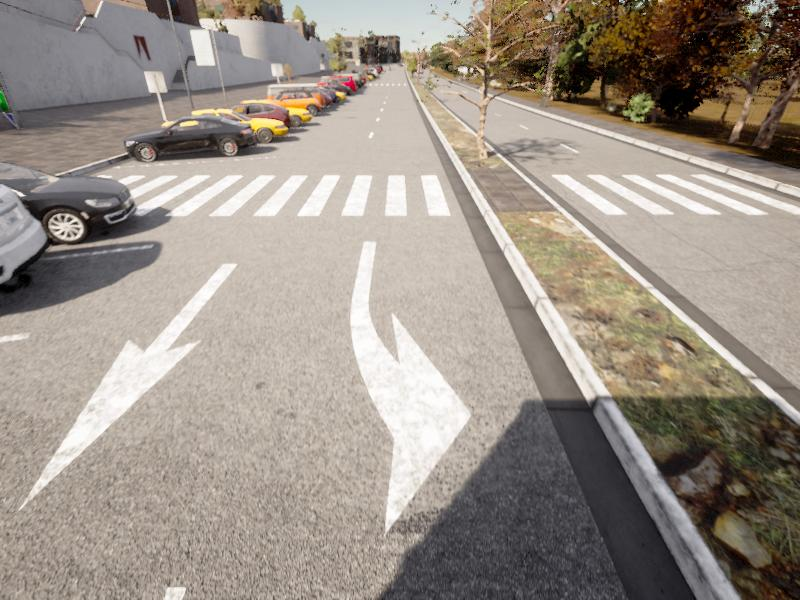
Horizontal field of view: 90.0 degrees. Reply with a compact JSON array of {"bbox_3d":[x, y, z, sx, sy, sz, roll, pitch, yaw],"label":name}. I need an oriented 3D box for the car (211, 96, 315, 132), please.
[{"bbox_3d":[-7.892,-10.886,23.284,5.366,1.575,1.946,-11,31,-17],"label":"car"}]

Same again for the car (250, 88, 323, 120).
[{"bbox_3d":[-8.038,-13.947,28.340,4.553,1.767,2.185,-11,32,-17],"label":"car"}]

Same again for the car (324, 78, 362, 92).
[{"bbox_3d":[-8.057,-30.516,56.672,4.892,1.521,2.231,-11,33,-17],"label":"car"}]

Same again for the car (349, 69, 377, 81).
[{"bbox_3d":[-8.039,-49.185,87.439,5.566,2.045,2.435,-11,32,-17],"label":"car"}]

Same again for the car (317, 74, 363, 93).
[{"bbox_3d":[-8.042,-29.212,53.993,5.566,2.045,2.435,-11,32,-17],"label":"car"}]

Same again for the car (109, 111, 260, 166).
[{"bbox_3d":[-8.062,-6.339,15.499,4.674,1.452,2.002,-11,32,-17],"label":"car"}]

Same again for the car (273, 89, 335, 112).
[{"bbox_3d":[-8.060,-16.800,33.576,4.674,1.452,2.002,-11,32,-17],"label":"car"}]

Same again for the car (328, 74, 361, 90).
[{"bbox_3d":[-8.175,-32.216,59.081,4.442,1.987,1.878,-11,33,-17],"label":"car"}]

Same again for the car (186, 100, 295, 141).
[{"bbox_3d":[-8.092,-9.325,20.649,4.792,1.488,2.163,-11,32,-17],"label":"car"}]

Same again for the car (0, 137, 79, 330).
[{"bbox_3d":[-8.096,-0.593,5.026,5.566,2.045,2.435,-11,32,-17],"label":"car"}]

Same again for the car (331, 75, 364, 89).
[{"bbox_3d":[-8.035,-33.687,61.738,4.553,1.767,2.185,-11,33,-17],"label":"car"}]

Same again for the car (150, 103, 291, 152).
[{"bbox_3d":[-7.893,-7.905,18.116,5.366,1.575,1.946,-11,31,-17],"label":"car"}]

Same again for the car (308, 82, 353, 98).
[{"bbox_3d":[-8.060,-24.373,46.438,4.674,1.452,2.002,-11,32,-17],"label":"car"}]

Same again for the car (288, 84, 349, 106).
[{"bbox_3d":[-7.892,-19.891,38.766,5.366,1.575,1.946,-11,32,-17],"label":"car"}]

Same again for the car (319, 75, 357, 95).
[{"bbox_3d":[-7.958,-27.678,51.470,4.442,1.987,1.878,-11,32,-17],"label":"car"}]

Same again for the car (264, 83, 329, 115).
[{"bbox_3d":[-7.960,-15.553,30.908,4.442,1.987,1.878,-11,31,-17],"label":"car"}]

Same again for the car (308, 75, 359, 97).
[{"bbox_3d":[-8.093,-26.140,48.844,5.566,2.045,2.435,-11,32,-17],"label":"car"}]

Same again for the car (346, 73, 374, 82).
[{"bbox_3d":[-8.233,-45.838,82.342,5.366,1.575,1.946,-11,33,-17],"label":"car"}]

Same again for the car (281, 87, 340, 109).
[{"bbox_3d":[-8.091,-18.306,36.138,4.792,1.488,2.163,-11,32,-17],"label":"car"}]

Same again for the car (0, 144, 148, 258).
[{"bbox_3d":[-8.077,-1.885,7.747,4.892,1.521,2.231,-11,31,-17],"label":"car"}]

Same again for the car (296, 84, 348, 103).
[{"bbox_3d":[-8.037,-21.347,41.307,4.792,1.488,2.163,-11,32,-17],"label":"car"}]
